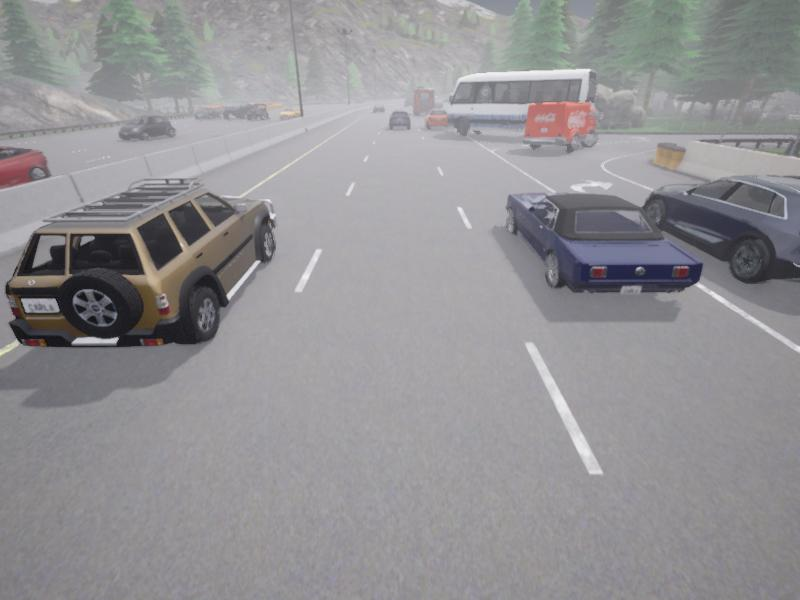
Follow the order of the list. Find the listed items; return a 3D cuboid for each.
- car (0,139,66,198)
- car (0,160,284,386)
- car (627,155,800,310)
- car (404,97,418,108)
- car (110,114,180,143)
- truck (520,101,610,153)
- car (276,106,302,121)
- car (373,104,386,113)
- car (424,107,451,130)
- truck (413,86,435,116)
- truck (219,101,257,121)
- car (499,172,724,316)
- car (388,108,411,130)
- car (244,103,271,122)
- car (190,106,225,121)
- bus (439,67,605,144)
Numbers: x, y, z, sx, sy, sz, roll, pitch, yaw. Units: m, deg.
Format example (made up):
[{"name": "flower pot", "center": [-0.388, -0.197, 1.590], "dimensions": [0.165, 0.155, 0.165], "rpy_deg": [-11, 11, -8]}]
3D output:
[{"name": "car", "center": [-14.198, -4.259, 13.259], "dimensions": [2.007, 1.525, 4.514], "rpy_deg": [3, 28, 5]}, {"name": "car", "center": [-3.500, -0.887, 6.274], "dimensions": [1.932, 1.855, 4.605], "rpy_deg": [0, 27, 0]}, {"name": "car", "center": [6.996, -1.696, 8.021], "dimensions": [2.033, 1.649, 4.856], "rpy_deg": [0, 27, 0]}, {"name": "car", "center": [2.590, -45.622, 92.403], "dimensions": [2.150, 2.045, 5.566], "rpy_deg": [5, 28, 11]}, {"name": "car", "center": [-18.598, -12.637, 29.383], "dimensions": [1.851, 1.617, 3.988], "rpy_deg": [6, 28, 12]}, {"name": "truck", "center": [9.649, -10.120, 23.315], "dimensions": [5.204, 2.467, 2.627], "rpy_deg": [-24, 32, -39]}, {"name": "car", "center": [-14.017, -23.848, 51.012], "dimensions": [1.801, 1.575, 5.366], "rpy_deg": [0, 27, 0]}, {"name": "car", "center": [-3.508, -33.023, 68.931], "dimensions": [1.895, 1.301, 4.718], "rpy_deg": [0, 27, 1]}, {"name": "car", "center": [3.488, -17.123, 37.648], "dimensions": [2.097, 1.767, 4.553], "rpy_deg": [0, 27, 0]}, {"name": "truck", "center": [3.481, -30.099, 60.484], "dimensions": [2.891, 3.827, 8.468], "rpy_deg": [0, 27, 0]}, {"name": "truck", "center": [-21.019, -24.750, 52.251], "dimensions": [2.390, 2.098, 6.274], "rpy_deg": [0, 27, 0]}, {"name": "car", "center": [3.498, -1.425, 7.889], "dimensions": [1.895, 1.301, 4.718], "rpy_deg": [0, 27, 0]}, {"name": "car", "center": [-0.011, -17.375, 38.347], "dimensions": [2.033, 1.649, 4.856], "rpy_deg": [0, 28, 0]}, {"name": "car", "center": [-17.519, -23.172, 49.400], "dimensions": [1.905, 1.878, 3.866], "rpy_deg": [0, 27, 0]}, {"name": "car", "center": [-24.517, -23.828, 51.144], "dimensions": [2.128, 1.511, 4.902], "rpy_deg": [0, 27, 0]}, {"name": "bus", "center": [8.325, -13.925, 28.738], "dimensions": [10.273, 4.253, 3.944], "rpy_deg": [17, 31, 31]}]
